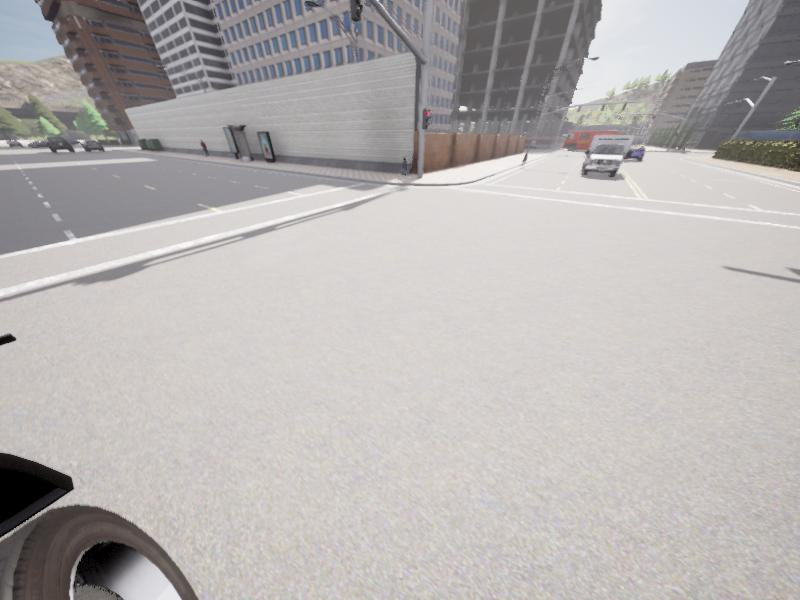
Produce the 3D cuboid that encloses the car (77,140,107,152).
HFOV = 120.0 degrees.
[{"bbox_3d":[-52.375,-26.216,39.292,4.856,1.649,2.033,22,41,28],"label":"car"}]

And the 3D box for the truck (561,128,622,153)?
[{"bbox_3d":[38.194,-32.228,46.586,8.468,3.827,2.891,21,40,27],"label":"truck"}]

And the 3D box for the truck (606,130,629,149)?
[{"bbox_3d":[57.534,-42.568,61.373,2.891,3.827,8.468,22,41,28],"label":"truck"}]

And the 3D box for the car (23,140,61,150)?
[{"bbox_3d":[-71.272,-30.957,46.059,1.789,1.549,3.705,22,41,28],"label":"car"}]

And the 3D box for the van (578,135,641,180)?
[{"bbox_3d":[15.533,-10.926,17.451,2.351,2.431,6.366,22,41,28],"label":"van"}]

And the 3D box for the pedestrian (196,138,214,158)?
[{"bbox_3d":[-22.366,-17.386,26.464,0.751,1.860,0.751,25,42,30],"label":"pedestrian"}]

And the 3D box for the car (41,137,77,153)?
[{"bbox_3d":[-54.443,-24.758,36.864,5.566,2.045,2.150,22,41,28],"label":"car"}]

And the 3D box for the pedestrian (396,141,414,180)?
[{"bbox_3d":[0.280,-8.140,13.493,0.751,1.860,0.751,21,40,26],"label":"pedestrian"}]

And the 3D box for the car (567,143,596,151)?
[{"bbox_3d":[39.382,-33.157,50.104,4.718,1.301,1.895,21,40,27],"label":"car"}]
